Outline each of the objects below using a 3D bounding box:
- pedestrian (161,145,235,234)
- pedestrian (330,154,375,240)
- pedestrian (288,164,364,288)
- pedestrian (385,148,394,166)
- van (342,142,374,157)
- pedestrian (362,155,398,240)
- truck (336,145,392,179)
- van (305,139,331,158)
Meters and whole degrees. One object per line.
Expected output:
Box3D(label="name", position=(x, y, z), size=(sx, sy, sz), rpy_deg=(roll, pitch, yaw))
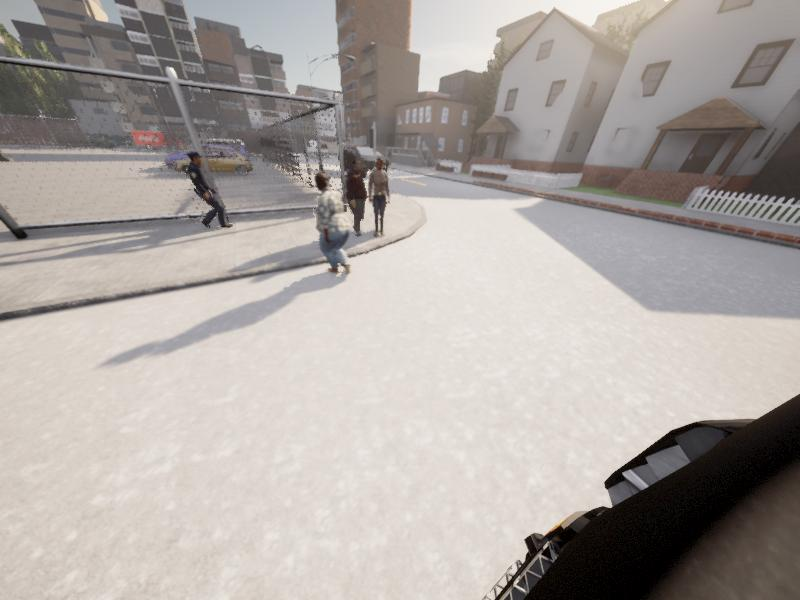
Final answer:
Box3D(label="pedestrian", position=(-4.911, -2.719, 5.763), size=(0.751, 1.860, 0.751), rpy_deg=(-18, 39, -29))
Box3D(label="pedestrian", position=(-1.138, -2.604, 5.888), size=(0.751, 1.860, 0.751), rpy_deg=(12, 34, 13))
Box3D(label="pedestrian", position=(-1.197, -1.279, 4.072), size=(0.751, 1.860, 0.751), rpy_deg=(19, 37, 23))
Box3D(label="pedestrian", position=(-1.291, -17.709, 28.657), size=(0.751, 1.860, 0.751), rpy_deg=(29, 42, 34))
Box3D(label="van", position=(-9.171, -33.078, 50.932), size=(6.366, 2.431, 2.351), rpy_deg=(-17, 39, -27))
Box3D(label="pedestrian", position=(-0.527, -2.573, 5.890), size=(0.751, 1.860, 0.751), rpy_deg=(-4, 34, -10))
Box3D(label="truck", position=(-3.286, -12.031, 19.951), size=(2.390, 2.098, 6.274), rpy_deg=(-16, 38, -26))
Box3D(label="van", position=(-15.103, -27.726, 42.289), size=(1.988, 2.561, 5.915), rpy_deg=(-22, 41, -34))
